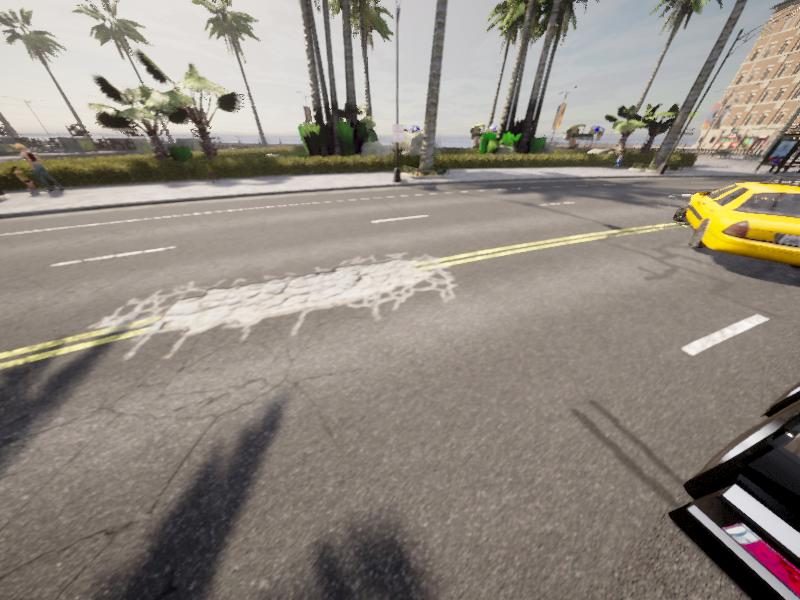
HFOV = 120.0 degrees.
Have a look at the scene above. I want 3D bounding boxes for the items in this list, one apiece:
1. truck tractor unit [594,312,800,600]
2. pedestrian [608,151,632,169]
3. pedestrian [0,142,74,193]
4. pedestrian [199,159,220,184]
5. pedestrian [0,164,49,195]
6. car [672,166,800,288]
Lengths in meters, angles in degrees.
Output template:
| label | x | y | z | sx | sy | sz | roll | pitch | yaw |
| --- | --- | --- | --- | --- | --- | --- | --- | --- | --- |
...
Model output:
| label | x | y | z | sx | sy | sz | roll | pitch | yaw |
| --- | --- | --- | --- | --- | --- | --- | --- | --- | --- |
| truck tractor unit | 5.217 | -0.178 | 0.610 | 6.516 | 4.208 | 3.053 | -14 | 37 | -19 |
| pedestrian | 19.221 | -12.247 | 20.214 | 0.751 | 1.300 | 0.751 | -6 | 36 | -9 |
| pedestrian | -15.677 | -5.711 | 10.015 | 0.751 | 1.860 | 0.751 | -2 | 35 | -3 |
| pedestrian | -10.353 | -7.003 | 12.579 | 0.500 | 1.100 | 0.500 | -16 | 38 | -22 |
| pedestrian | -15.929 | -5.105 | 9.810 | 0.500 | 1.100 | 0.500 | -11 | 37 | -16 |
| car | 8.981 | -2.233 | 5.880 | 1.801 | 1.575 | 5.366 | 27 | 43 | 31 |
